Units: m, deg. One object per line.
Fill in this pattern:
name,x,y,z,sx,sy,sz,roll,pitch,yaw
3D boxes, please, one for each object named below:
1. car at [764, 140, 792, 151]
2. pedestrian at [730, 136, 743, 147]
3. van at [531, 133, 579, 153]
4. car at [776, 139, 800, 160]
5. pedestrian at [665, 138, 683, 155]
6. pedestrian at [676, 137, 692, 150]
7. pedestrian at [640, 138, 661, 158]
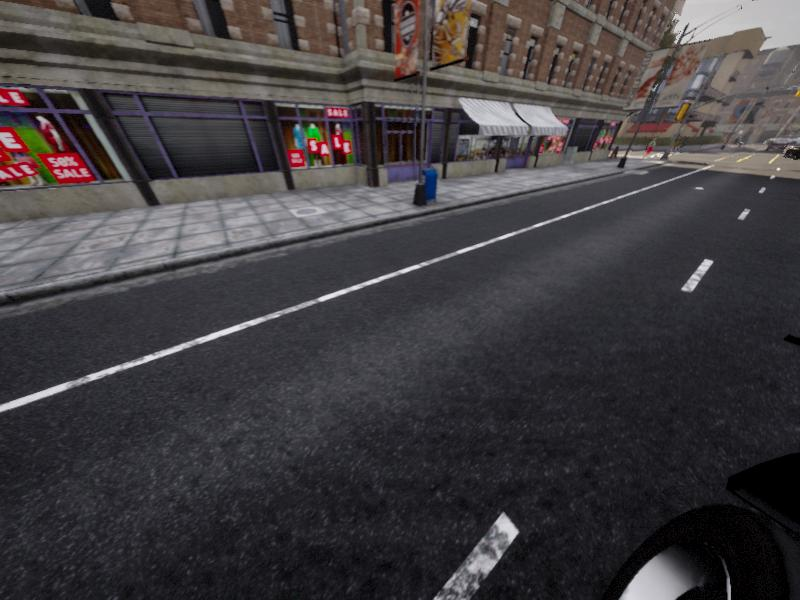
car,63.180,-25.771,38.562,4.674,1.442,1.812,-22,41,-28
pedestrian,72.120,-34.028,49.507,0.751,1.860,0.751,-18,39,-23
van,25.801,-26.357,38.788,1.988,2.561,5.915,-23,41,-29
car,43.495,-15.417,23.702,1.932,1.855,4.605,-2,35,-3
pedestrian,38.122,-21.369,32.156,0.751,1.860,0.751,-22,40,-27
pedestrian,48.077,-26.542,39.127,0.751,1.860,0.751,1,35,2
pedestrian,27.881,-16.930,25.701,0.751,1.860,0.751,-25,42,-31
